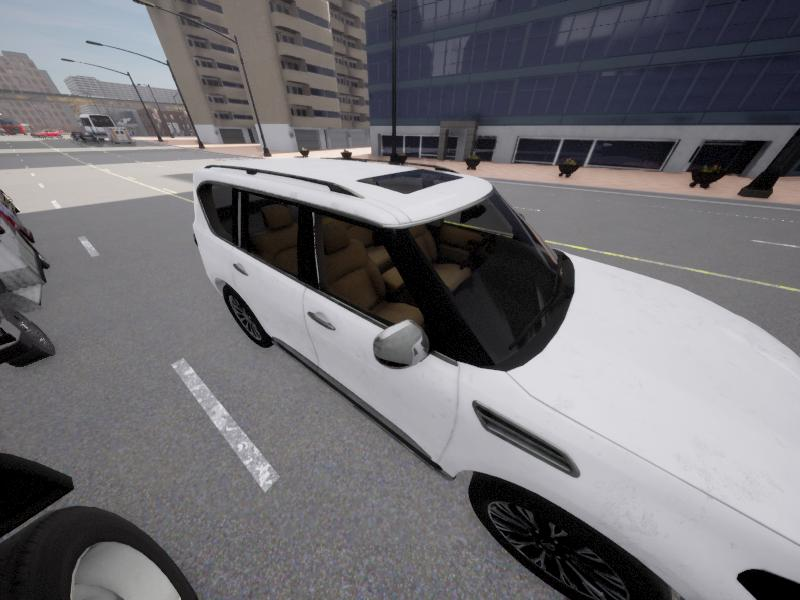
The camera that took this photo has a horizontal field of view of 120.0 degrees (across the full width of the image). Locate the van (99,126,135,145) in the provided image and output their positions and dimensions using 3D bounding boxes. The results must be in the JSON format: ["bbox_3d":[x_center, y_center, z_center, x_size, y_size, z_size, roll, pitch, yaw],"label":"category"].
[{"bbox_3d":[-51.770,-30.140,42.302,6.366,2.431,2.351,24,42,27],"label":"van"}]

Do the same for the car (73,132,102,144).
[{"bbox_3d":[-56.381,-29.256,41.686,4.902,1.511,2.128,24,42,27],"label":"car"}]

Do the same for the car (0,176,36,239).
[{"bbox_3d":[-12.932,-2.856,6.571,4.902,1.511,2.128,23,41,28],"label":"car"}]

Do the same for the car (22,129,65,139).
[{"bbox_3d":[-77.908,-36.498,50.641,2.242,1.667,4.611,-1,36,-3],"label":"car"}]

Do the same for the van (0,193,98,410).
[{"bbox_3d":[-6.908,-0.729,2.804,6.366,2.431,2.351,22,41,28],"label":"van"}]

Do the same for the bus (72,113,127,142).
[{"bbox_3d":[-60.727,-34.803,46.657,10.273,4.253,3.944,24,41,27],"label":"bus"}]

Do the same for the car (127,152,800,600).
[{"bbox_3d":[-0.020,-0.211,2.439,5.566,2.045,2.150,23,41,28],"label":"car"}]
